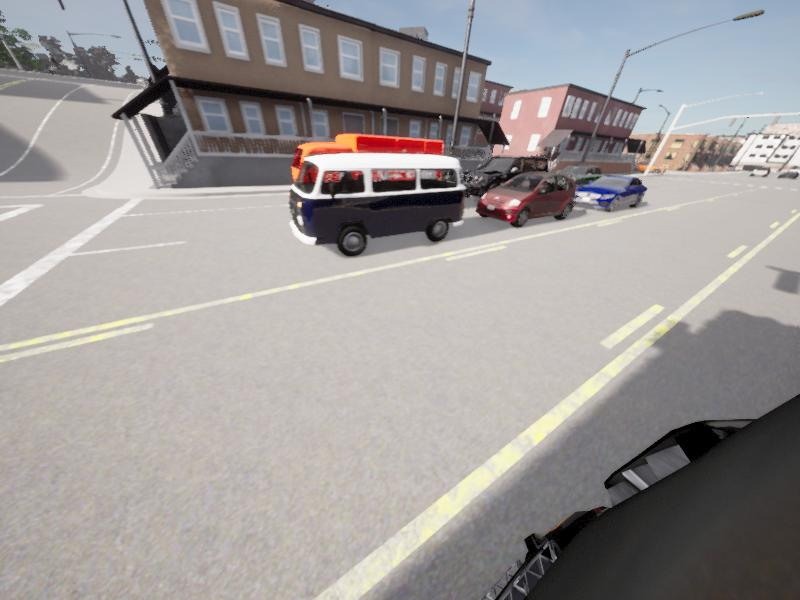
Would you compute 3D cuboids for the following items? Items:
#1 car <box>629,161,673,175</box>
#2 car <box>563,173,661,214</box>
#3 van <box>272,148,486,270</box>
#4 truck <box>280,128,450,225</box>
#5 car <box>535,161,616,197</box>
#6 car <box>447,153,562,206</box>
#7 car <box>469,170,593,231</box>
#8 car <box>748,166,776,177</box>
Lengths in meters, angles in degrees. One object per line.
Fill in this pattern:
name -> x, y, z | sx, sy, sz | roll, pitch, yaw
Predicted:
car -> 44.706, -23.695, 41.285 | 2.097, 1.767, 4.553 | -17, 38, -27
car -> 10.802, -5.534, 11.770 | 4.674, 1.442, 1.812 | -16, 38, -26
van -> -0.414, -2.542, 5.905 | 4.480, 2.038, 2.069 | -16, 38, -26
truck -> -1.194, -4.655, 8.643 | 5.204, 2.467, 2.627 | -15, 38, -25
car -> 11.762, -8.202, 15.543 | 4.553, 1.767, 2.097 | -16, 38, -26
car -> 5.535, -6.492, 12.284 | 5.566, 2.045, 2.150 | -16, 38, -26
car -> 4.877, -3.895, 8.721 | 3.988, 1.617, 1.851 | -16, 38, -26
car -> 73.604, -26.120, 46.968 | 4.605, 1.855, 1.932 | -16, 38, -26
